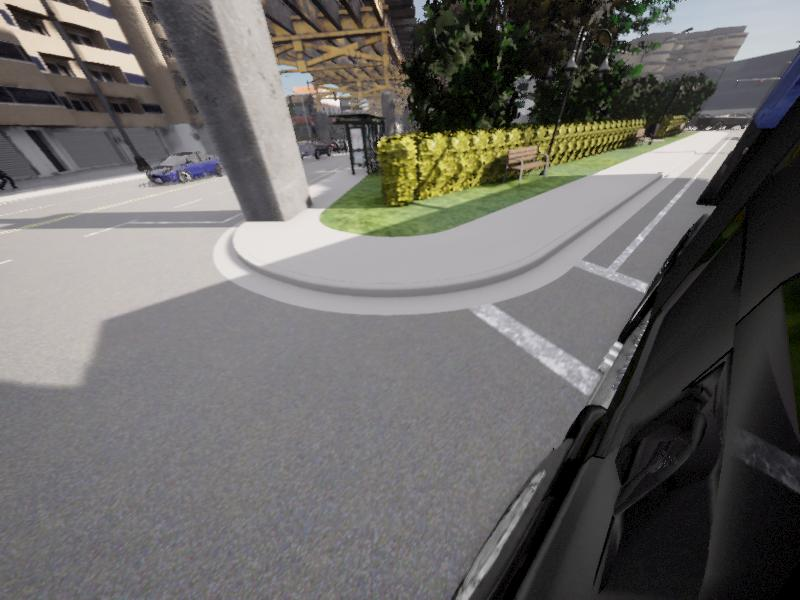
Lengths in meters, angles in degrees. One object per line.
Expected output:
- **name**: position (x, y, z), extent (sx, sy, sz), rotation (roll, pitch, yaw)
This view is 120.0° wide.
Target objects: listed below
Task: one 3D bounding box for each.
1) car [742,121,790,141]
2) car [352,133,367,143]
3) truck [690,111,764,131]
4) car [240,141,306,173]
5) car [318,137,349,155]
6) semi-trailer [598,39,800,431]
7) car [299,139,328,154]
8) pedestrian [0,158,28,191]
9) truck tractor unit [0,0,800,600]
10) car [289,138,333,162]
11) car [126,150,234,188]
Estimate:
- **car**: position (34.431, -16.020, 21.830), extent (4.718, 1.301, 1.895), rotation (-28, 43, -30)
- **car**: position (-9.149, -37.047, 52.725), extent (1.930, 1.638, 5.238), rotation (1, 37, 6)
- **truck**: position (48.773, -26.752, 34.647), extent (6.274, 2.098, 2.390), rotation (-1, 37, 3)
- **car**: position (-9.662, -11.375, 18.245), extent (1.930, 1.638, 5.238), rotation (1, 37, 6)
- **car**: position (-8.343, -19.762, 29.525), extent (2.038, 1.542, 4.974), rotation (1, 37, 6)
- **semi-trailer**: position (8.691, -3.605, 4.241), extent (14.254, 4.402, 2.717), rotation (-28, 43, -30)
- **car**: position (-11.652, -21.058, 31.561), extent (1.812, 1.442, 4.674), rotation (1, 37, 6)
- **pedestrian**: position (-23.241, -7.389, 13.323), extent (0.751, 1.860, 0.751), rotation (1, 37, 5)
- **truck tractor unit**: position (2.645, -0.295, 0.351), extent (6.516, 4.208, 3.053), rotation (-28, 44, -30)
- **car**: position (-8.983, -15.563, 23.846), extent (2.152, 1.651, 5.027), rotation (1, 37, 6)
- **car**: position (-13.585, -8.546, 14.838), extent (2.163, 1.488, 4.792), rotation (1, 37, 6)
